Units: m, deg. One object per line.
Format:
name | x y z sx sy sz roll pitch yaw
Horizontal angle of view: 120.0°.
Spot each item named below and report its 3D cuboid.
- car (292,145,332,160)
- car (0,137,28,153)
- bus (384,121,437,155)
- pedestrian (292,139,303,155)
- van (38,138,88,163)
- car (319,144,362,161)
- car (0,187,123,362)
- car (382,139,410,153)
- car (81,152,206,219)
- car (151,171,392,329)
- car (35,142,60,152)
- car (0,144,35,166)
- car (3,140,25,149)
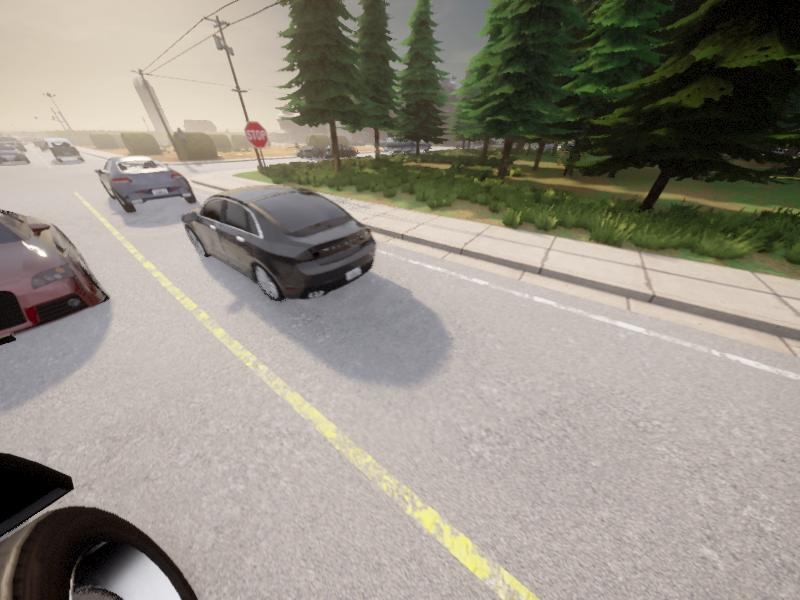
car | -11.035 -18.763 29.326 1.994 1.385 4.181 21 40 27
car | -64.017 -25.638 38.048 5.566 2.045 2.150 23 41 29
bus | 1.960 -27.557 39.404 3.944 4.253 10.273 21 40 27
pedestrian | -14.579 -21.769 32.828 0.751 1.860 0.751 14 38 19
van | -35.779 -15.962 24.523 4.480 2.038 2.069 23 41 29
car | -7.257 -18.420 28.773 2.163 1.488 4.792 21 40 27
car | -6.513 -0.571 3.474 4.181 1.385 1.994 23 41 29
car | -0.635 -27.932 41.835 2.150 2.045 5.566 21 40 27
car | -10.278 -4.790 9.218 5.027 1.651 2.152 25 42 31
car | -2.669 -1.465 4.668 4.892 1.490 1.837 23 41 29
car | -62.077 -27.012 40.649 4.718 1.301 1.895 23 41 29
car | -36.839 -13.676 21.728 4.902 1.511 2.128 23 41 29
car | -82.409 -33.312 49.367 3.806 1.475 1.970 23 41 29
